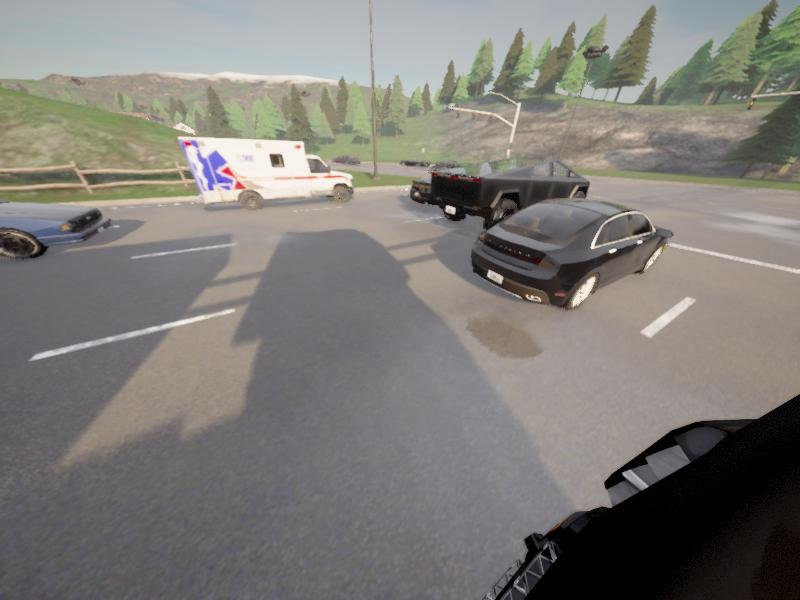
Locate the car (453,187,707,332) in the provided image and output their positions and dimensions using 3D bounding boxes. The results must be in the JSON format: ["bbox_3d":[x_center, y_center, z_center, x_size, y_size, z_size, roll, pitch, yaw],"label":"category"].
[{"bbox_3d":[3.668,-1.235,4.722,4.892,1.490,1.837,-17,37,-25],"label":"car"}]

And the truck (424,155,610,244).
[{"bbox_3d":[4.203,-3.902,8.308,6.274,2.098,2.390,-17,37,-26],"label":"truck"}]

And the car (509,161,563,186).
[{"bbox_3d":[11.582,-11.020,20.041,1.851,1.617,3.988,-2,33,-5],"label":"car"}]

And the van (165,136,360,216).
[{"bbox_3d":[-5.301,-5.539,10.198,6.366,2.431,2.351,-16,37,-25],"label":"van"}]

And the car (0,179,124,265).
[{"bbox_3d":[-10.140,-1.491,4.710,5.357,1.411,2.033,-16,37,-25],"label":"car"}]

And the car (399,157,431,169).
[{"bbox_3d":[2.277,-21.460,36.142,4.718,1.301,1.895,25,40,32],"label":"car"}]

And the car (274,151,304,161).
[{"bbox_3d":[-23.810,-30.979,49.609,5.238,1.638,1.930,6,33,8],"label":"car"}]

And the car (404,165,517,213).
[{"bbox_3d":[2.953,-5.535,11.211,5.238,1.638,1.930,-18,37,-26],"label":"car"}]

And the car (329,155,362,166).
[{"bbox_3d":[-9.430,-24.052,39.640,5.357,1.411,2.033,18,36,24],"label":"car"}]

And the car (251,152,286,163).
[{"bbox_3d":[-23.034,-25.079,40.606,5.008,1.535,1.882,8,33,11],"label":"car"}]

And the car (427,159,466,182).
[{"bbox_3d":[4.079,-11.914,21.153,1.851,1.617,3.988,-7,34,-13],"label":"car"}]
